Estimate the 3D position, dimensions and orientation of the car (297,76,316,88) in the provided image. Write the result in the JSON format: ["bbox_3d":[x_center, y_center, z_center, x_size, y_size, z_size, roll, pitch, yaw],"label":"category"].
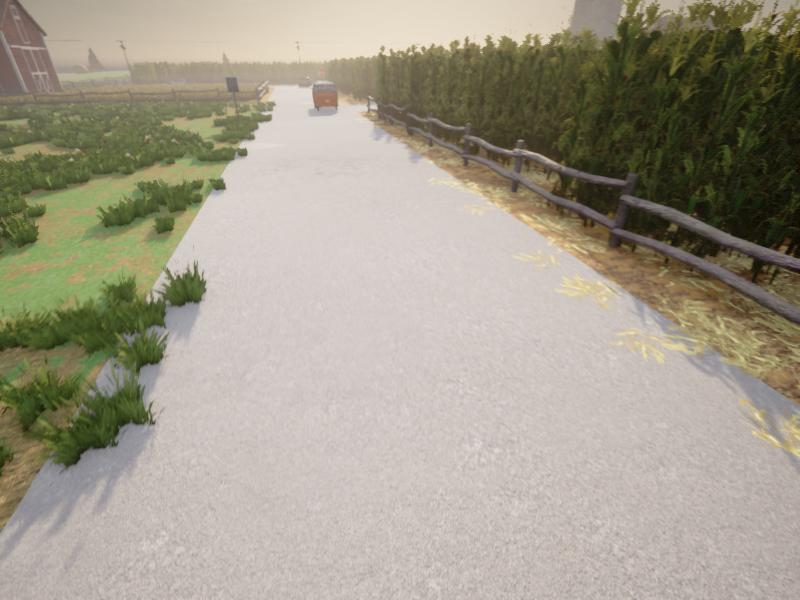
[{"bbox_3d":[-16.250,-38.000,69.645,2.242,1.667,4.611,-1,30,-1],"label":"car"}]

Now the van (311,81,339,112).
[{"bbox_3d":[-6.176,-16.752,32.755,1.775,1.987,4.442,-7,31,-12],"label":"van"}]

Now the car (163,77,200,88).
[{"bbox_3d":[-37.866,-37.765,69.460,4.974,1.542,2.038,-7,31,-11],"label":"car"}]
